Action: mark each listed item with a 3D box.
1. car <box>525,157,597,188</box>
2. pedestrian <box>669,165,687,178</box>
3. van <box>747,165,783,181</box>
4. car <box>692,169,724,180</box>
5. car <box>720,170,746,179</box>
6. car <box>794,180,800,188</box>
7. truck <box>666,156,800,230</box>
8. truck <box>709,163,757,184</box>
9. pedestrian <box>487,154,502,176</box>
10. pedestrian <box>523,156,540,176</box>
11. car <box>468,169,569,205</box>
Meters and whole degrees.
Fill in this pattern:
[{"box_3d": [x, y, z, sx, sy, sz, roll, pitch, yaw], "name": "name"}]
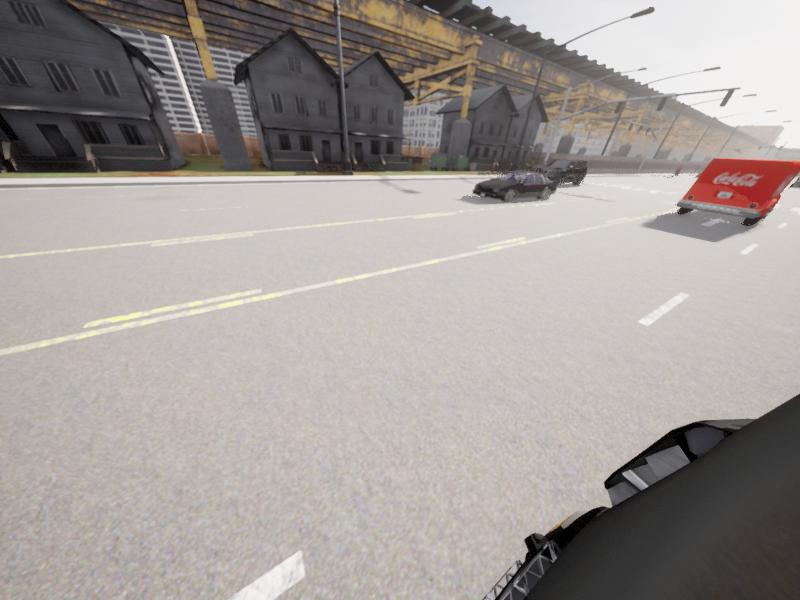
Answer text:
[{"box_3d": [13.880, -11.013, 19.928, 5.566, 2.045, 2.150, -15, 38, -26], "name": "car"}, {"box_3d": [45.072, -20.832, 37.476, 0.751, 1.860, 0.751, 0, 34, -5], "name": "pedestrian"}, {"box_3d": [72.779, -25.320, 46.084, 6.366, 2.431, 2.351, -15, 38, -26], "name": "van"}, {"box_3d": [53.572, -21.799, 40.107, 5.357, 1.411, 2.033, -16, 38, -26], "name": "car"}, {"box_3d": [69.188, -26.147, 47.974, 5.357, 1.411, 2.033, -16, 38, -26], "name": "car"}, {"box_3d": [55.311, -15.819, 30.759, 4.605, 1.855, 1.932, -13, 36, -26], "name": "car"}, {"box_3d": [16.077, -5.166, 10.884, 5.204, 2.467, 2.627, -15, 38, -25], "name": "truck"}, {"box_3d": [48.791, -18.589, 33.875, 5.204, 2.467, 2.627, -17, 38, -27], "name": "truck"}, {"box_3d": [9.684, -13.833, 23.686, 0.751, 1.860, 0.751, -21, 41, -32], "name": "pedestrian"}, {"box_3d": [14.371, -14.651, 25.311, 0.751, 1.860, 0.751, -9, 35, -18], "name": "pedestrian"}, {"box_3d": [6.692, -6.467, 13.050, 5.357, 1.411, 2.033, -15, 37, -25], "name": "car"}]
